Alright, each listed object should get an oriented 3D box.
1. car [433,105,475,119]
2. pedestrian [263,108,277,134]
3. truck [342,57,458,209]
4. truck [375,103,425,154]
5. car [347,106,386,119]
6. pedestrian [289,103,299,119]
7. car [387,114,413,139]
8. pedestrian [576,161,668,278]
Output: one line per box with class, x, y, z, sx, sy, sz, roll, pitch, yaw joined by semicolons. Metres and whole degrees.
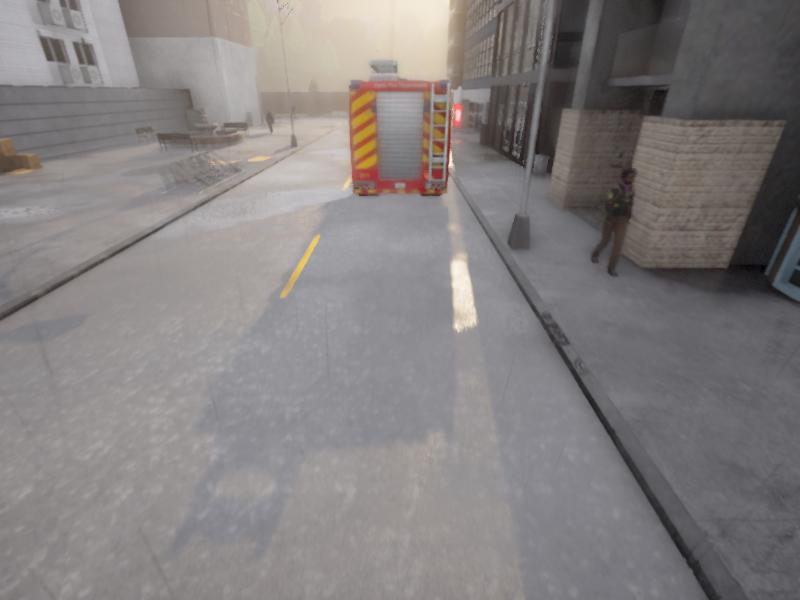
car;7.092;-24.835;52.907;4.974;1.542;2.038;-4;28;-6
pedestrian;-10.344;-14.250;31.898;0.751;1.860;0.751;-5;28;-9
truck;0.000;-6.328;14.656;2.891;3.827;8.468;0;27;0
truck;-0.007;-10.439;24.079;2.627;2.467;5.204;0;27;0
car;-4.454;-24.994;53.253;5.008;1.535;1.882;0;27;0
pedestrian;-13.724;-24.480;51.886;0.751;1.860;0.751;5;28;11
car;-0.009;-13.751;31.543;1.837;1.490;4.892;0;27;0
pedestrian;3.770;-1.384;6.941;0.751;1.860;0.751;0;27;0
